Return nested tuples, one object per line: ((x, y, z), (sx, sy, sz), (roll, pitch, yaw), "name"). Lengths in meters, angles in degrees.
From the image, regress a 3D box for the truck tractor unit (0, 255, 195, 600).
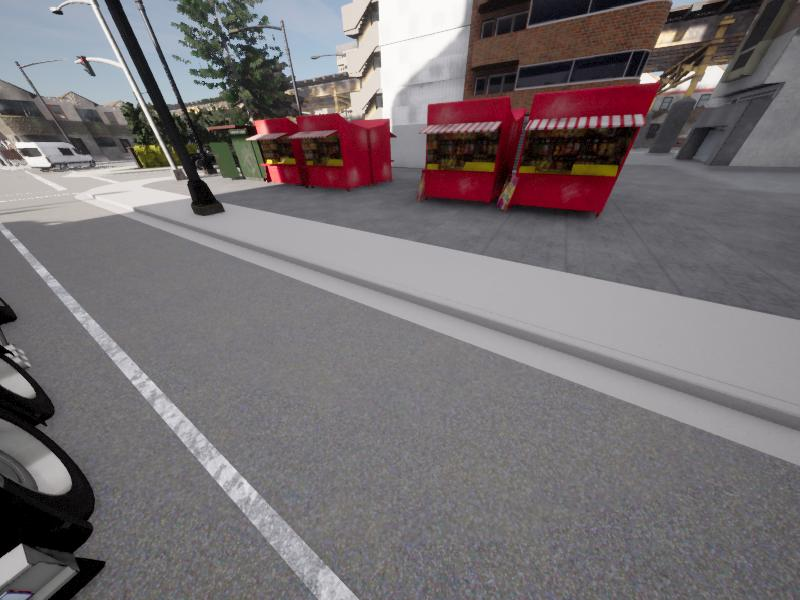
((-5.097, -0.314, 0.801), (6.516, 4.208, 3.053), (19, 39, 25), "truck tractor unit")

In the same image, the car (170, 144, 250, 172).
((-19.122, -14.652, 23.660), (2.150, 2.045, 5.566), (18, 39, 26), "car")

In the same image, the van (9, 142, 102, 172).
((-38.043, -16.152, 25.962), (1.988, 2.561, 5.915), (-8, 35, -10), "van")
